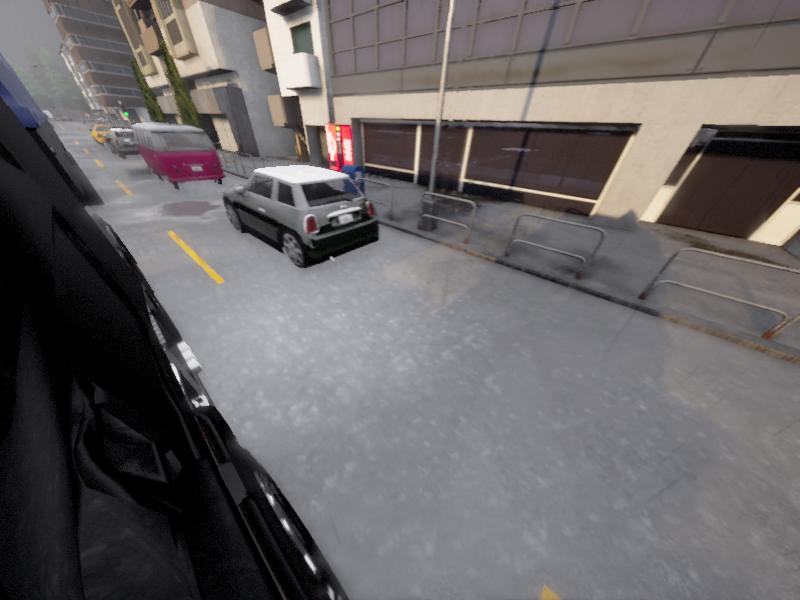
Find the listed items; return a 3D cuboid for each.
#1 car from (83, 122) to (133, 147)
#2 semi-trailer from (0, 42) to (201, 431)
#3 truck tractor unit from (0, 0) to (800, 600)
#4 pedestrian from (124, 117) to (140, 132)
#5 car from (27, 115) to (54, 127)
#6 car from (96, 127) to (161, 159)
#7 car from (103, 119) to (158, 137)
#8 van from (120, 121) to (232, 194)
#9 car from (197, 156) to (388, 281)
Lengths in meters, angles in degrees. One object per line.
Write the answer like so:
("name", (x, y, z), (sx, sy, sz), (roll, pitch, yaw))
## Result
("car", (-25.986, -14.741, 20.538), (5.366, 1.575, 1.801), (28, 43, 30))
("semi-trailer", (-8.698, -3.594, 4.244), (14.254, 4.402, 2.717), (28, 43, 30))
("truck tractor unit", (-2.645, -0.295, 0.351), (6.516, 4.208, 3.053), (28, 44, 30))
("pedestrian", (-42.787, -28.027, 36.893), (0.751, 1.860, 0.751), (13, 38, 13))
("car", (-68.164, -34.090, 43.880), (5.027, 1.651, 2.152), (28, 43, 30))
("car", (-18.121, -10.515, 15.434), (3.806, 1.475, 1.970), (28, 43, 30))
("car", (-35.017, -22.547, 30.295), (2.097, 1.767, 4.553), (-2, 37, -6))
("van", (-9.101, -5.927, 9.403), (4.442, 1.987, 1.775), (28, 44, 30))
("car", (-2.346, -2.125, 5.139), (3.806, 1.475, 1.970), (28, 43, 30))
